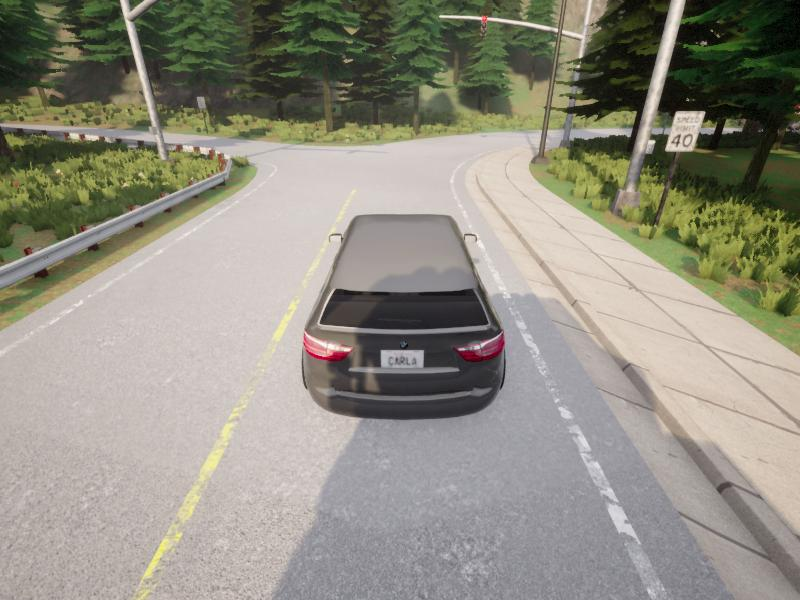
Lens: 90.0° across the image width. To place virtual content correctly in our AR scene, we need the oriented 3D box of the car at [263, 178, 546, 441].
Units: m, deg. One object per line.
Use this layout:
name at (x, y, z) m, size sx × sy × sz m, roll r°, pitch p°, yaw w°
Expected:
car at (0.043, -0.415, 5.591) m, size 2.242 × 1.667 × 4.611 m, roll 0°, pitch 27°, yaw 0°
